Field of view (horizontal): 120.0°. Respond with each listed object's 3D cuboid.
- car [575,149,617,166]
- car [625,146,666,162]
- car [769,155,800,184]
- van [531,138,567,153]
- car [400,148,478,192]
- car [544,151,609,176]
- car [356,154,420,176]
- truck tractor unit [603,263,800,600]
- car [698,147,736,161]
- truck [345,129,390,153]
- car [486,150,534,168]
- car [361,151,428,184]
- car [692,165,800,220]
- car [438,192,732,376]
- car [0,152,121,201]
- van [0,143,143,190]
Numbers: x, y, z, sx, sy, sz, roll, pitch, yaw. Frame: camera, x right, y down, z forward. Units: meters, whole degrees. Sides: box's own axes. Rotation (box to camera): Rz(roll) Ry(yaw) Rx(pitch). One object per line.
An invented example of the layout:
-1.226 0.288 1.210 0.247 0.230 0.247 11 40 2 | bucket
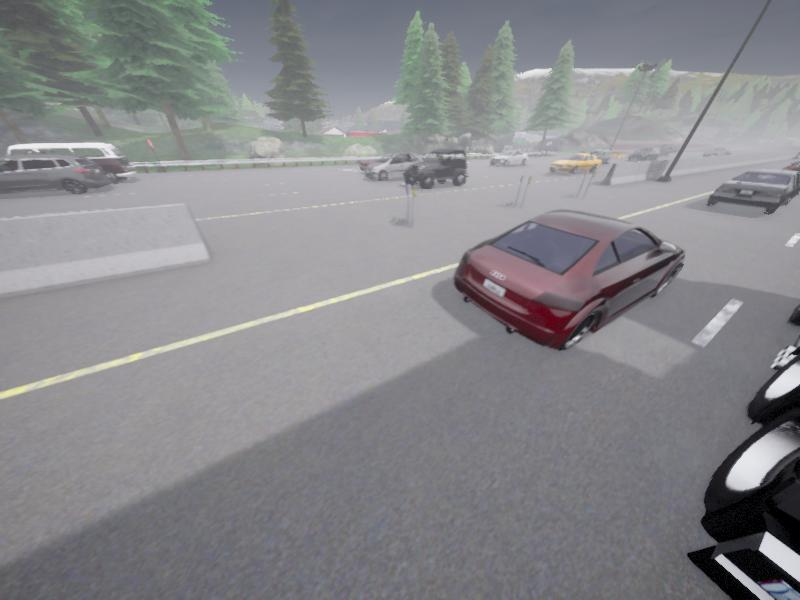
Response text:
22.428 -16.317 26.452 3.806 1.475 1.970 -18 39 -24 | car
33.722 -20.113 31.758 4.553 1.767 2.097 -18 39 -24 | car
28.794 -9.185 16.201 4.974 1.542 2.038 -18 39 -25 | car
32.465 -33.890 50.583 1.988 2.561 5.915 -18 39 -25 | van
2.185 -7.611 13.344 3.866 1.878 1.905 -18 39 -24 | car
14.964 -11.631 19.539 5.366 1.575 1.801 -18 39 -25 | car
-0.902 -10.977 18.679 4.718 1.301 1.895 -18 39 -24 | car
5.110 -0.299 0.796 6.516 4.208 3.053 -18 39 -24 | truck tractor unit
49.332 -22.802 35.942 5.027 1.651 2.152 -18 39 -24 | car
-6.462 -32.459 47.319 8.468 3.827 2.891 -16 38 -22 | truck
11.750 -15.149 24.687 4.674 1.442 1.812 -18 39 -24 | car
-0.350 -8.980 15.537 3.988 1.617 1.851 -18 39 -24 | car
15.166 -4.703 9.728 5.357 1.411 2.033 -18 39 -24 | car
3.002 -0.747 3.925 4.181 1.385 1.994 -18 39 -25 | car
-17.176 -5.848 10.797 4.611 1.667 2.242 -18 39 -24 | car
-18.687 -7.816 13.289 4.480 2.038 2.069 -18 39 -24 | van
